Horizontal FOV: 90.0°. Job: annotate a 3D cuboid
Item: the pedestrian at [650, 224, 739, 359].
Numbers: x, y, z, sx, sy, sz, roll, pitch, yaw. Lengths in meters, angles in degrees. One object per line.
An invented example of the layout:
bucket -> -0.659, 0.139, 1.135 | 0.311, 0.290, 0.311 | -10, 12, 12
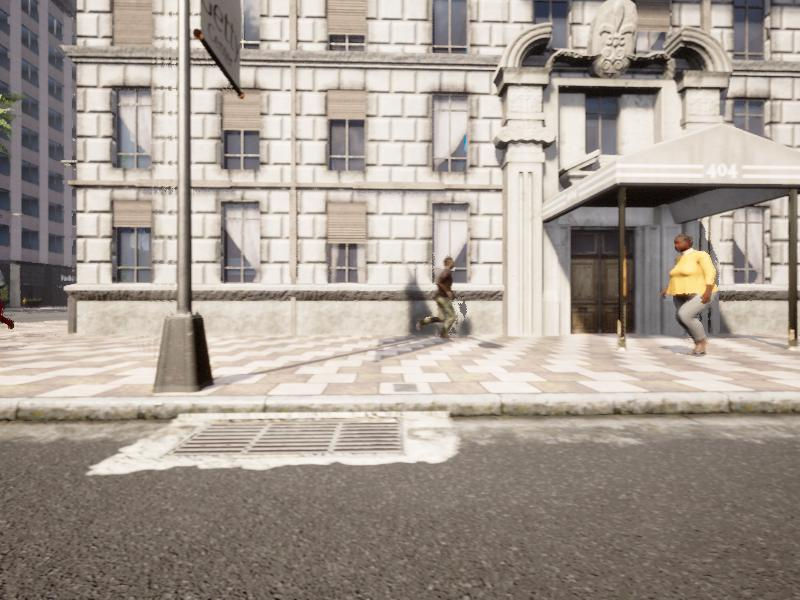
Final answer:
pedestrian -> 4.306, -0.116, 5.906 | 0.751, 1.860, 0.751 | 0, 0, -2

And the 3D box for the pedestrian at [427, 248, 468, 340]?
pedestrian -> 0.991, -0.115, 8.449 | 0.751, 1.860, 0.751 | 0, 0, -2

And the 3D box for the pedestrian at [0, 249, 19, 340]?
pedestrian -> -8.617, -0.112, 8.365 | 0.751, 1.860, 0.751 | 0, 0, -25

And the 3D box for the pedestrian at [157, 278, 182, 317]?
pedestrian -> -11.014, -0.112, 19.137 | 0.751, 1.860, 0.751 | 0, 0, -4
